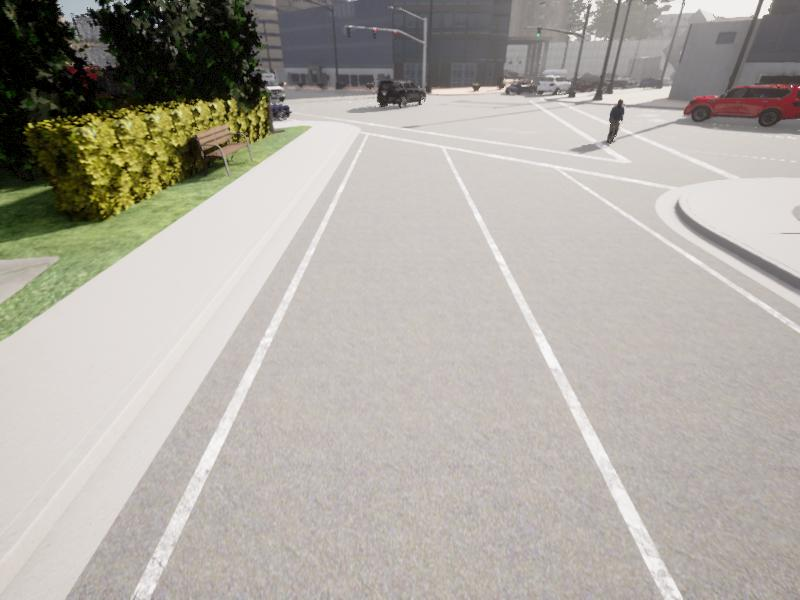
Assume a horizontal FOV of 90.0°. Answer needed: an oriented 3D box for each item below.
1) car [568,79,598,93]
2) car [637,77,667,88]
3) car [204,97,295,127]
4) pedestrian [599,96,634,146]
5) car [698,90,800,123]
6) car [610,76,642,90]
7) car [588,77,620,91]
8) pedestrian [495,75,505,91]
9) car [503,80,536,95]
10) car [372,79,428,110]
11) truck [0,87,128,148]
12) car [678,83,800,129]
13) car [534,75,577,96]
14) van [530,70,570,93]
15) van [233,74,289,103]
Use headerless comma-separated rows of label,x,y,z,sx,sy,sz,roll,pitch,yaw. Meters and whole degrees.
car,24.192,-28.298,52.910,4.193,1.474,1.816,-26,39,-37
car,40.427,-34.892,64.174,4.193,1.474,1.816,-15,33,-24
car,-9.177,-11.702,24.737,4.718,1.301,1.895,-25,38,-36
pedestrian,9.269,-7.679,17.186,0.751,1.860,0.751,5,31,9
car,22.676,-12.545,25.814,1.882,1.535,5.008,-26,39,-38
car,34.380,-33.036,60.840,5.238,1.638,1.930,-22,37,-33
car,29.044,-30.727,56.895,5.238,1.638,1.930,-26,39,-37
pedestrian,13.337,-28.861,53.158,0.751,1.860,0.751,-21,36,-32
car,14.694,-26.079,49.124,4.193,1.474,1.816,-26,39,-37
car,0.127,-17.627,34.147,2.150,2.045,5.566,17,34,26
truck,-16.727,-8.435,18.360,6.274,2.098,2.390,-26,39,-37
car,20.196,-11.513,23.543,2.150,2.045,5.566,-26,39,-37
car,18.773,-25.887,48.227,5.566,2.045,2.150,-26,39,-37
van,20.054,-29.174,53.358,5.915,2.561,1.988,-26,39,-37
van,-14.145,-21.527,40.632,2.351,2.431,6.366,-26,39,-37
